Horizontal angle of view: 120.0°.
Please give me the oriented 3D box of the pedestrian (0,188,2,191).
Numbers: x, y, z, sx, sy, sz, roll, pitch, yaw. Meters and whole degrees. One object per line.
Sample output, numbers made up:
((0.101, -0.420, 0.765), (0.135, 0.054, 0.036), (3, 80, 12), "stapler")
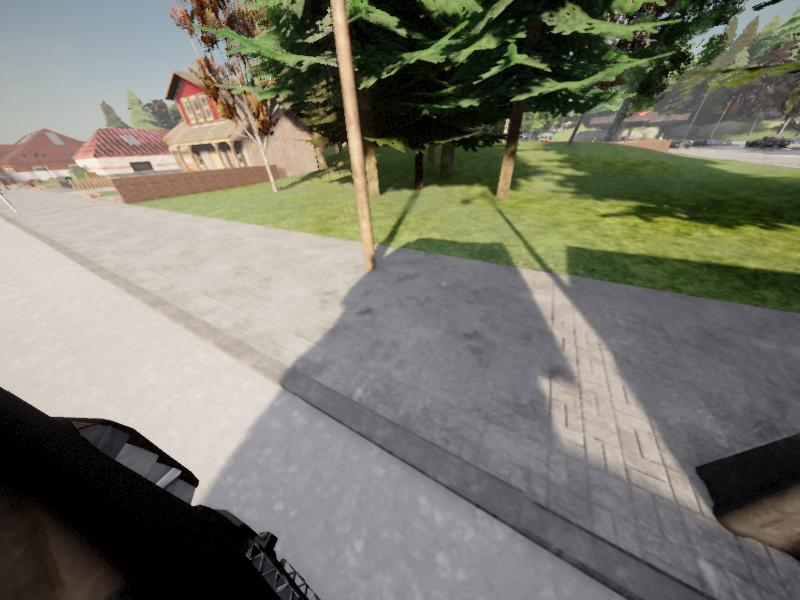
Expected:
((-44.782, -12.876, 25.061), (0.751, 1.860, 0.751), (16, 38, 27), "pedestrian")

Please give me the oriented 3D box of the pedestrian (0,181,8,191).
((-42.779, -12.443, 24.248), (0.751, 1.860, 0.751), (10, 36, 19), "pedestrian")
